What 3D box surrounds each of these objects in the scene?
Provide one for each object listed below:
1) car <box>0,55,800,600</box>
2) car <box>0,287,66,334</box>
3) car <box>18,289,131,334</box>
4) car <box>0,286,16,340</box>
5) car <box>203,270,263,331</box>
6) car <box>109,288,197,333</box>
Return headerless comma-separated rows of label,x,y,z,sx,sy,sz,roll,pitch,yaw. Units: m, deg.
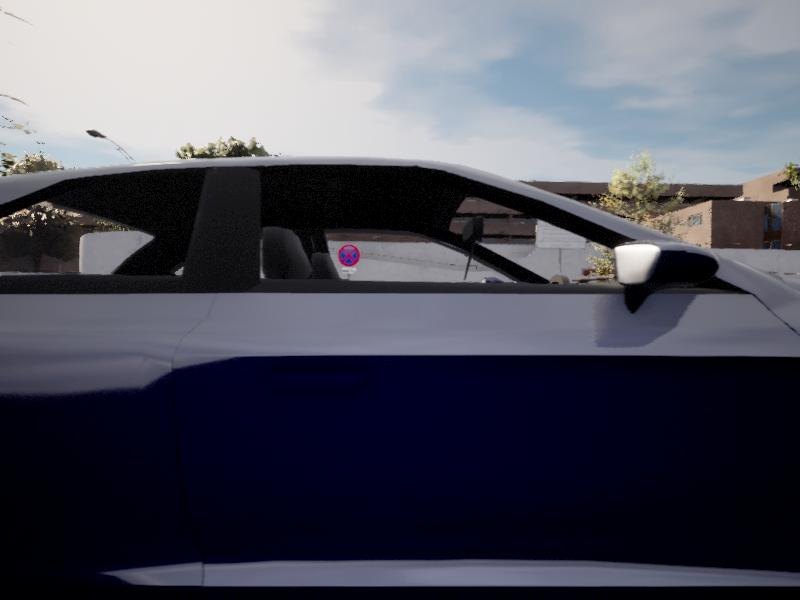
car,0.064,0.256,1.697,4.193,1.474,1.816,0,0,0
car,-15.252,0.409,15.433,1.946,1.575,5.366,0,-1,-20
car,-12.338,0.411,15.613,2.002,1.452,4.674,0,-1,-20
car,-12.848,0.383,10.541,3.633,1.501,1.845,-1,0,0
car,-6.344,0.055,15.514,1.878,1.987,4.442,0,-1,-20
car,-9.365,0.367,15.611,2.002,1.452,4.674,-1,-1,-20
